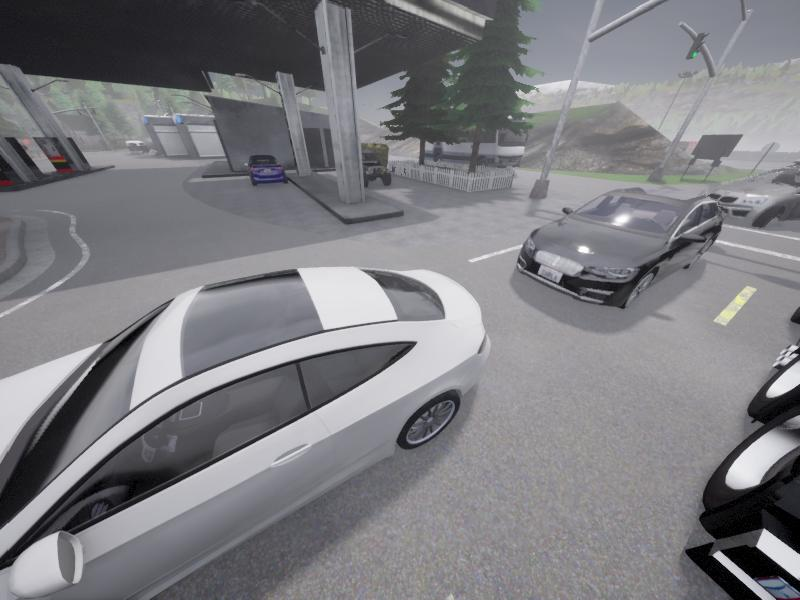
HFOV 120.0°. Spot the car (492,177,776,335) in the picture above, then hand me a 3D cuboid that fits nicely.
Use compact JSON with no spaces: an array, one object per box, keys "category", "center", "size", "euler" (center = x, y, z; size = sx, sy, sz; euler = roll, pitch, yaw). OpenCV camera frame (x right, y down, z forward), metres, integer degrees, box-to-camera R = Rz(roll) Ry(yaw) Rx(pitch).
[{"category":"car","center":[4.568,-1.333,4.622],"size":[4.902,1.511,2.128],"euler":[-18,39,-24]}]

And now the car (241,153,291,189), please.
[{"category":"car","center":[-9.248,-8.986,15.820],"size":[2.242,1.667,4.611],"euler":[-18,39,-25]}]

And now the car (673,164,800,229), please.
[{"category":"car","center":[13.436,-3.641,8.016],"size":[4.611,1.667,2.242],"euler":[1,35,1]}]

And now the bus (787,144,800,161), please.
[{"category":"bus","center":[64.962,-21.645,32.167],"size":[3.944,4.253,10.273],"euler":[-18,39,-24]}]

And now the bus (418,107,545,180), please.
[{"category":"bus","center":[6.233,-13.979,20.727],"size":[3.944,4.253,10.273],"euler":[-18,39,-24]}]

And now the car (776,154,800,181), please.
[{"category":"car","center":[30.433,-9.772,16.912],"size":[4.974,1.542,2.038],"euler":[-18,39,-24]}]

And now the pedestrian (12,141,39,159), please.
[{"category":"pedestrian","center":[-47.919,-19.189,29.589],"size":[0.751,1.860,0.751],"euler":[-18,39,-24]}]

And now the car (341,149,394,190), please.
[{"category":"car","center":[-2.173,-8.580,14.997],"size":[1.905,1.878,3.866],"euler":[-18,39,-25]}]

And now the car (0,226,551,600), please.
[{"category":"car","center":[-1.279,0.678,1.915],"size":[4.674,1.442,1.812],"euler":[-18,38,-25]}]

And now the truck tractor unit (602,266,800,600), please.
[{"category":"truck tractor unit","center":[5.112,-0.300,0.778],"size":[6.516,4.208,3.053],"euler":[-18,39,-24]}]
